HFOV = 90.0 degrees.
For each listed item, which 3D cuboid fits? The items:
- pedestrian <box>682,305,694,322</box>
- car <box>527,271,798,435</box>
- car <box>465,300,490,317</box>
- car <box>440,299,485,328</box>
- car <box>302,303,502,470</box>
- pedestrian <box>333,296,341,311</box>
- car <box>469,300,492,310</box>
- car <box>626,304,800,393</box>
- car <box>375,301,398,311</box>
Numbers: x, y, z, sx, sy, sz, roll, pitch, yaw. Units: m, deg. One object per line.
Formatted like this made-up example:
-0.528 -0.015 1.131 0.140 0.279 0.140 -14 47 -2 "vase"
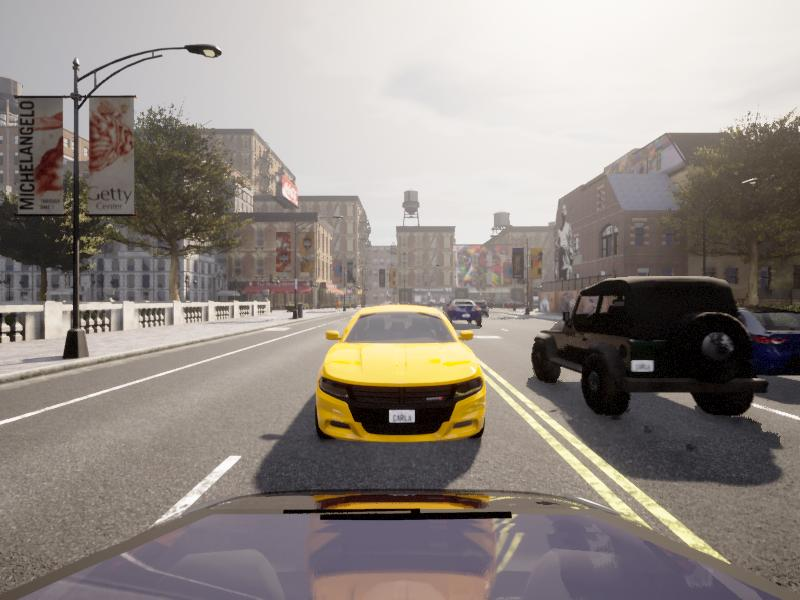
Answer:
18.931 0.865 26.285 0.500 1.100 0.500 0 0 -25 "pedestrian"
3.618 0.641 6.533 1.905 1.878 3.866 0 -1 1 "car"
7.679 0.788 39.919 1.851 1.617 3.988 0 0 2 "car"
3.893 0.780 25.834 2.152 1.651 5.027 0 0 1 "car"
-0.014 0.823 6.265 1.882 1.535 5.008 0 0 -1 "car"
-7.841 0.485 49.957 0.751 1.860 0.751 0 0 7 "pedestrian"
13.834 0.826 68.630 2.038 1.542 4.974 0 0 36 "car"
7.152 0.854 8.971 1.816 1.474 4.193 0 0 1 "car"
-1.999 0.864 61.206 2.002 1.452 4.674 0 0 20 "car"
